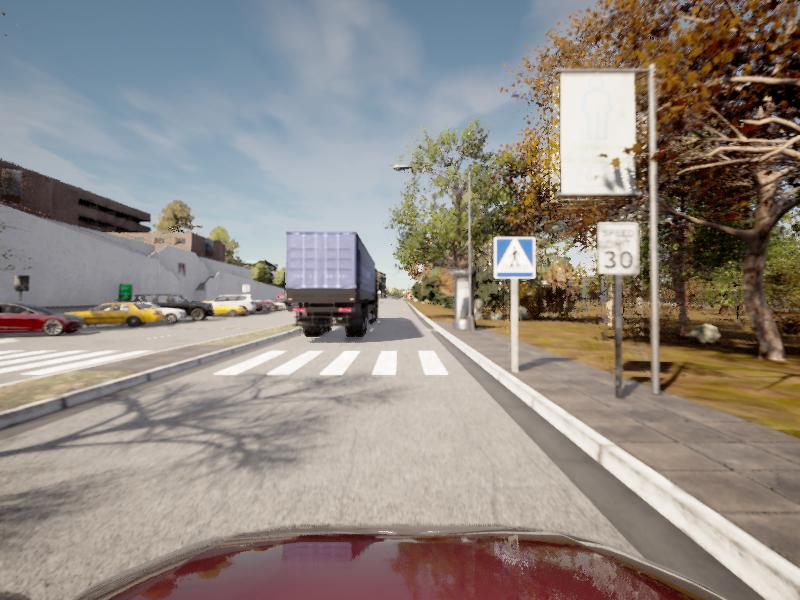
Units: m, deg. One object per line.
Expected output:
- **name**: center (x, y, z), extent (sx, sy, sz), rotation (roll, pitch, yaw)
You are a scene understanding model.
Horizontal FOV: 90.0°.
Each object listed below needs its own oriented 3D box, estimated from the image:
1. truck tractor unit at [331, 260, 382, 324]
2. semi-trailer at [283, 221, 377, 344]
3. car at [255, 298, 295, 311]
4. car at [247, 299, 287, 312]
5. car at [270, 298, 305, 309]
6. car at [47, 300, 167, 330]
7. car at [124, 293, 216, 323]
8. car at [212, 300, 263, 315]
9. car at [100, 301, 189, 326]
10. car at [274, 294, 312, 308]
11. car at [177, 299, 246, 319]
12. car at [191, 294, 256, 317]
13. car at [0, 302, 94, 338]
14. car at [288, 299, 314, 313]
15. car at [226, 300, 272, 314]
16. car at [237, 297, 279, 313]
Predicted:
- **truck tractor unit**: center (-2.995, -0.546, 29.354), extent (3.053, 4.208, 6.516), rotation (0, 1, 0)
- **semi-trailer**: center (-2.919, -0.624, 21.445), extent (2.717, 4.402, 14.254), rotation (0, 0, -1)
- **car**: center (-16.810, 0.551, 53.679), extent (5.008, 1.535, 2.097), rotation (-1, 1, -20)
- **car**: center (-16.821, 0.638, 50.679), extent (4.674, 1.452, 2.002), rotation (-1, 1, -20)
- **car**: center (-16.786, 0.482, 59.695), extent (4.792, 1.488, 2.163), rotation (-1, 1, -20)
- **car**: center (-17.009, 0.826, 23.582), extent (5.366, 1.575, 1.946), rotation (-1, 0, -20)
- **car**: center (-16.811, 0.560, 29.673), extent (5.566, 2.045, 2.435), rotation (-1, 0, -20)
- **car**: center (-16.851, 0.747, 41.655), extent (4.792, 1.488, 2.163), rotation (-1, 1, -20)
- **car**: center (-16.840, 0.859, 26.655), extent (4.674, 1.452, 2.002), rotation (-1, 0, -20)
- **car**: center (-16.790, 0.155, 62.694), extent (5.566, 2.045, 2.435), rotation (-1, 1, -20)
- **car**: center (-16.657, 0.767, 35.728), extent (5.366, 1.575, 1.946), rotation (-1, 0, -20)
- **car**: center (-16.856, 0.497, 38.654), extent (5.566, 2.045, 2.435), rotation (-1, 1, -20)
- **car**: center (-16.816, 0.860, 17.658), extent (4.792, 1.488, 2.163), rotation (-1, 0, -20)
- **car**: center (-11.751, 0.655, 47.742), extent (1.837, 1.490, 4.892), rotation (0, 1, 0)
- **car**: center (-16.825, 0.725, 44.680), extent (4.674, 1.452, 2.002), rotation (-1, 0, -20)
- **car**: center (-16.853, 0.517, 47.667), extent (4.553, 1.767, 2.185), rotation (-1, 1, -20)
